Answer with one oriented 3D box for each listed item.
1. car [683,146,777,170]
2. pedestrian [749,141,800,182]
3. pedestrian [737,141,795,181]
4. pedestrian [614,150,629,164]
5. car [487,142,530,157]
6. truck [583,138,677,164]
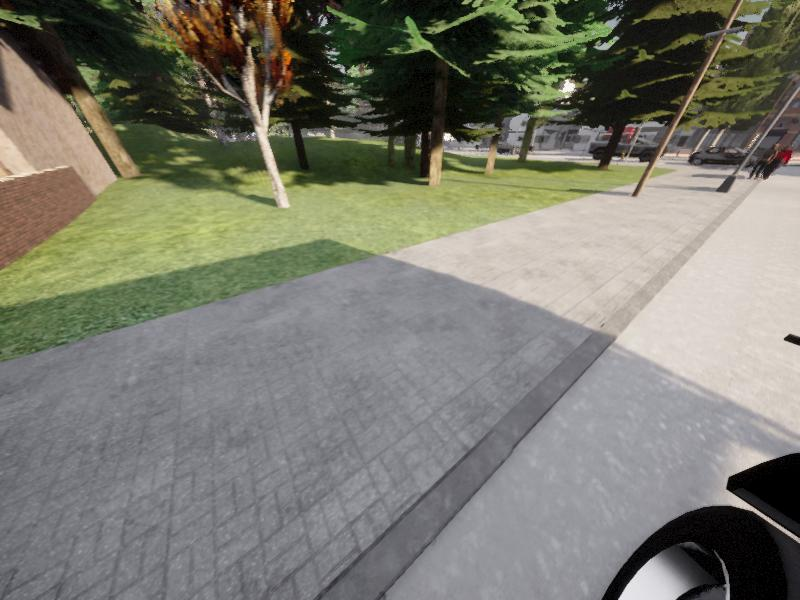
[{"bbox_3d":[27.832,-12.168,19.679,1.816,1.474,4.193,-20,40,-26],"label":"car"},{"bbox_3d":[20.965,-7.702,12.843,0.751,1.860,0.751,-13,37,-17],"label":"pedestrian"},{"bbox_3d":[20.332,-7.742,12.902,0.751,1.860,0.751,-12,37,-16],"label":"pedestrian"},{"bbox_3d":[20.217,-13.051,21.092,0.500,1.100,0.500,-24,42,-30],"label":"pedestrian"},{"bbox_3d":[15.748,-22.188,33.851,2.152,1.651,5.027,-22,41,-28],"label":"car"},{"bbox_3d":[23.792,-15.805,24.326,2.390,2.098,6.274,-22,41,-28],"label":"truck"}]
